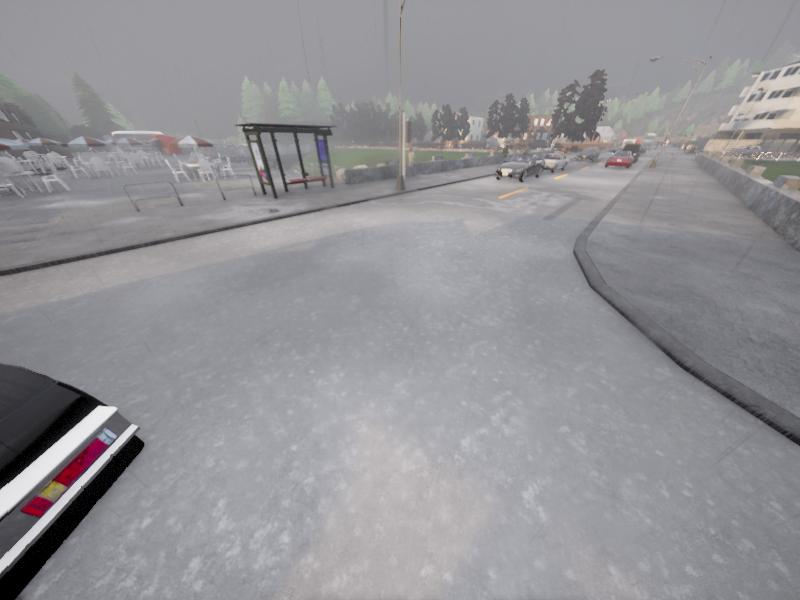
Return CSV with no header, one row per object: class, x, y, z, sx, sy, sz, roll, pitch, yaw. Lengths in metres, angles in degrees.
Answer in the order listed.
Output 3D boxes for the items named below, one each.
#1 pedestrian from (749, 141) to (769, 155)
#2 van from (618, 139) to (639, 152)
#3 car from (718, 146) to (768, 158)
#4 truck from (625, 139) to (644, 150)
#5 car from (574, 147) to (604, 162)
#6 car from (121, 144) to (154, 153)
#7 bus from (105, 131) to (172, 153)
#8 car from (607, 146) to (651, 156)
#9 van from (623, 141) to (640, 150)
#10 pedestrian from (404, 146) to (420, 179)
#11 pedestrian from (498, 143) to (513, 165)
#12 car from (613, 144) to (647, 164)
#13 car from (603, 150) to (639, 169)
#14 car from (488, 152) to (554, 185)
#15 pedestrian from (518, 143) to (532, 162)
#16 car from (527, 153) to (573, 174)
pedestrian,57.407,-24.340,36.936,0.751,1.860,0.751,25,42,31
van,55.066,-37.356,55.648,2.351,2.431,6.366,29,44,35
car,51.720,-22.483,35.004,3.806,1.475,1.970,29,44,35
truck,66.344,-44.063,65.254,2.627,2.467,5.204,29,44,35
car,24.464,-18.819,29.810,1.837,1.490,4.892,29,44,35
car,-64.224,-37.150,56.587,2.038,1.542,4.974,29,44,35
bus,-66.133,-40.301,58.803,3.944,4.253,10.273,29,44,35
car,40.089,-26.236,40.550,5.357,1.411,2.033,-1,35,-2
van,60.769,-40.579,60.620,2.069,2.038,4.480,29,44,35
pedestrian,0.774,-9.324,15.642,0.751,1.860,0.751,27,43,34
pedestrian,10.863,-15.026,23.839,0.751,1.860,0.751,-26,42,-33
car,27.014,-17.209,27.124,1.905,1.878,3.866,29,44,35
car,22.073,-14.049,23.037,1.994,1.385,4.181,27,43,33
car,8.462,-9.253,16.040,2.128,1.511,4.902,29,44,36
pedestrian,15.041,-17.791,27.816,0.751,1.860,0.751,29,44,35
car,13.210,-12.060,20.264,1.895,1.301,4.718,29,44,35
